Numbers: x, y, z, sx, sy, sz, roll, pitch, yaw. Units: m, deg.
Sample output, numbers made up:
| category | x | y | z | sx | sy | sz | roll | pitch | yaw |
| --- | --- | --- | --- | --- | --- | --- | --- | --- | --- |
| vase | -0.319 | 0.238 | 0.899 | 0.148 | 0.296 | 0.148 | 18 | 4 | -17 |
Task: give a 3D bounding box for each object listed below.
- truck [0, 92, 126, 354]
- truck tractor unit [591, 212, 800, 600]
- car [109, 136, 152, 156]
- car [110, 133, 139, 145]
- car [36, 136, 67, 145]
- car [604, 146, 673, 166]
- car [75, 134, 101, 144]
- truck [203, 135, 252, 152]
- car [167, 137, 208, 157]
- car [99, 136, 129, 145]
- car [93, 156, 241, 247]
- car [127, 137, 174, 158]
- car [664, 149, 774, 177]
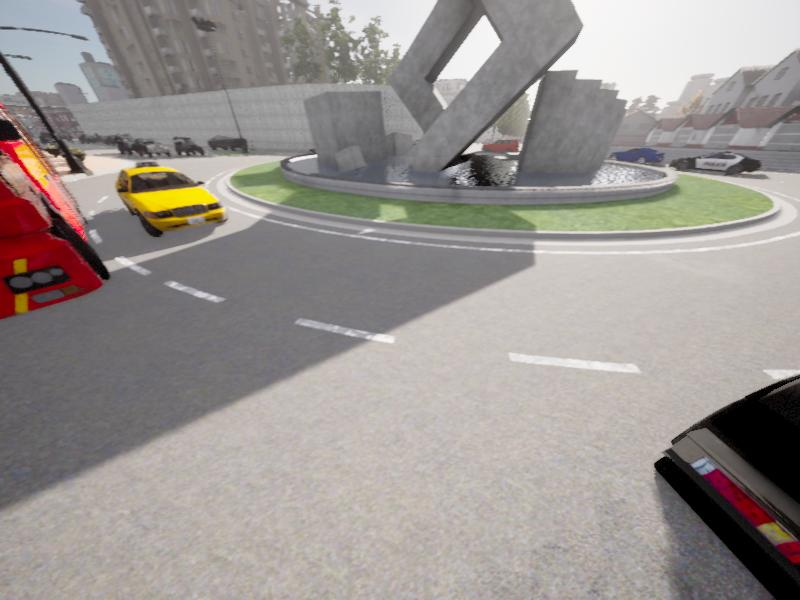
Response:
| category | x | y | z | sx | sy | sz | roll | pitch | yaw |
| --- | --- | --- | --- | --- | --- | --- | --- | --- | --- |
| truck | -8.421 | -2.351 | 3.783 | 8.468 | 3.827 | 2.891 | 26 | 43 | 31 |
| truck tractor unit | 5.341 | 0.056 | 0.291 | 6.516 | 4.208 | 3.053 | -6 | 36 | -9 |
| car | -33.251 | -19.063 | 28.514 | 3.866 | 1.878 | 1.905 | 19 | 39 | 23 |
| car | -64.230 | -37.548 | 53.831 | 5.566 | 2.045 | 2.150 | 17 | 38 | 21 |
| car | -71.535 | -32.655 | 47.378 | 5.357 | 1.411 | 2.033 | 17 | 38 | 21 |
| car | 26.631 | -16.360 | 26.104 | 1.882 | 1.535 | 5.008 | -9 | 37 | -14 |
| car | -73.635 | -37.974 | 54.481 | 4.553 | 1.767 | 2.097 | 17 | 38 | 21 |
| truck | -27.002 | -24.543 | 36.162 | 6.274 | 2.098 | 2.390 | 12 | 37 | 16 |
| car | -26.003 | -18.812 | 28.296 | 3.866 | 1.878 | 1.905 | 21 | 40 | 26 |
| car | -61.433 | -34.298 | 49.633 | 4.611 | 1.667 | 2.242 | 17 | 38 | 21 |
| car | -7.278 | -3.327 | 7.114 | 5.366 | 1.575 | 1.801 | 26 | 42 | 31 |
| car | -28.031 | -17.192 | 25.990 | 4.605 | 1.855 | 1.932 | 21 | 40 | 26 |
| car | 26.337 | -11.581 | 19.385 | 2.038 | 1.542 | 4.974 | -17 | 39 | -24 |
